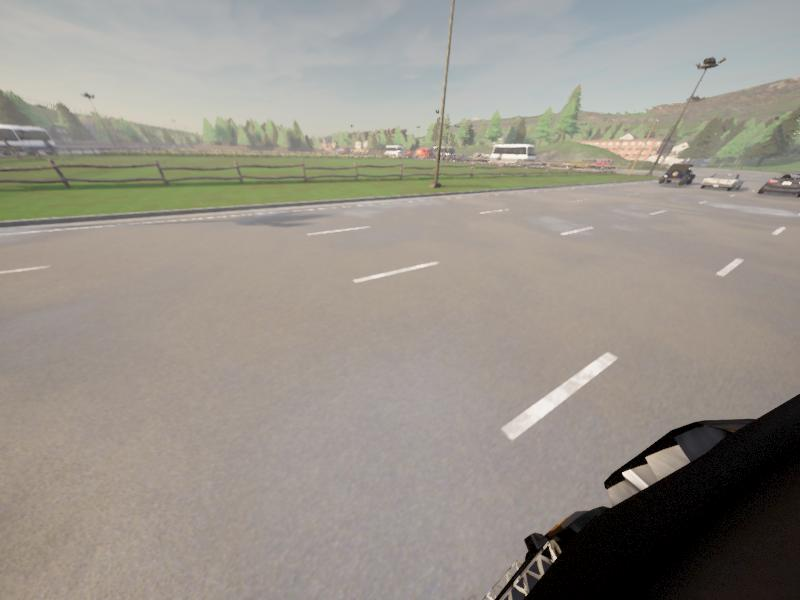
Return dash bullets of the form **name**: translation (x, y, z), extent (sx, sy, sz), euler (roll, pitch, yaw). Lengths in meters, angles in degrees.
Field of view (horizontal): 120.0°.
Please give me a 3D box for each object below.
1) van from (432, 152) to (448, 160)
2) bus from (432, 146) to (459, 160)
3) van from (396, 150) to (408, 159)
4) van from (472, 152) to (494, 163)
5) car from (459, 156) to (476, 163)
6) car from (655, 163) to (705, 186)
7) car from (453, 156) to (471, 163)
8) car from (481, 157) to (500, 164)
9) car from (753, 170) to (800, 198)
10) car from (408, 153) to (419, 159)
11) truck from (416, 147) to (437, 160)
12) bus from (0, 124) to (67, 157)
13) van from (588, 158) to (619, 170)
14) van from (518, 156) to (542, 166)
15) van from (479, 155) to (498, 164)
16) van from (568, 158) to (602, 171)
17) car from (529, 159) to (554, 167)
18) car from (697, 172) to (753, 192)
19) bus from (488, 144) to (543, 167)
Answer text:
- **van**: translation (15.034, -54.832, 87.824), extent (2.351, 2.431, 6.366), euler (-17, 37, -26)
- **bus**: translation (17.497, -57.169, 89.885), extent (3.944, 4.253, 10.273), euler (-17, 37, -26)
- **van**: translation (0.718, -57.163, 90.660), extent (1.988, 2.561, 5.915), euler (-17, 37, -26)
- **van**: translation (24.467, -42.275, 68.584), extent (1.988, 2.561, 5.915), euler (-17, 37, -26)
- **car**: translation (20.107, -42.182, 69.238), extent (1.837, 1.490, 4.892), euler (-17, 37, -26)
- **car**: translation (29.267, -13.165, 24.153), extent (3.866, 1.878, 1.905), euler (-17, 37, -26)
- **car**: translation (17.908, -40.531, 66.538), extent (2.242, 1.667, 4.611), euler (-17, 37, -26)
- **car**: translation (27.519, -42.606, 70.389), extent (2.152, 1.651, 5.027), euler (-17, 37, -26)
- **car**: translation (31.522, -9.358, 18.537), extent (4.611, 1.667, 2.242), euler (-14, 36, -23)
- **car**: translation (4.922, -52.904, 84.879), extent (1.932, 1.855, 4.605), euler (-17, 37, -26)
- **truck**: translation (9.359, -53.303, 83.893), extent (2.891, 3.827, 8.468), euler (-17, 37, -26)
- **bus**: translation (-64.329, -27.277, 39.629), extent (3.944, 4.253, 10.273), euler (-16, 38, -26)
- **van**: translation (45.048, -30.119, 51.163), extent (1.775, 1.987, 4.442), euler (-17, 37, -26)
- **van**: translation (32.310, -34.659, 57.601), extent (2.069, 2.038, 4.480), euler (-17, 37, -26)
- **van**: translation (24.185, -38.573, 63.318), extent (2.069, 2.038, 4.480), euler (-17, 37, -26)
- **van**: translation (36.563, -26.901, 45.765), extent (1.775, 1.987, 4.442), euler (-17, 37, -26)
- **car**: translation (35.843, -34.828, 58.541), extent (2.163, 1.488, 4.792), euler (-17, 37, -26)
- **car**: translation (29.648, -10.830, 21.089), extent (4.718, 1.301, 1.895), euler (-16, 37, -26)
- **bus**: translation (26.485, -33.762, 53.880), extent (3.944, 4.253, 10.273), euler (-17, 37, -26)
